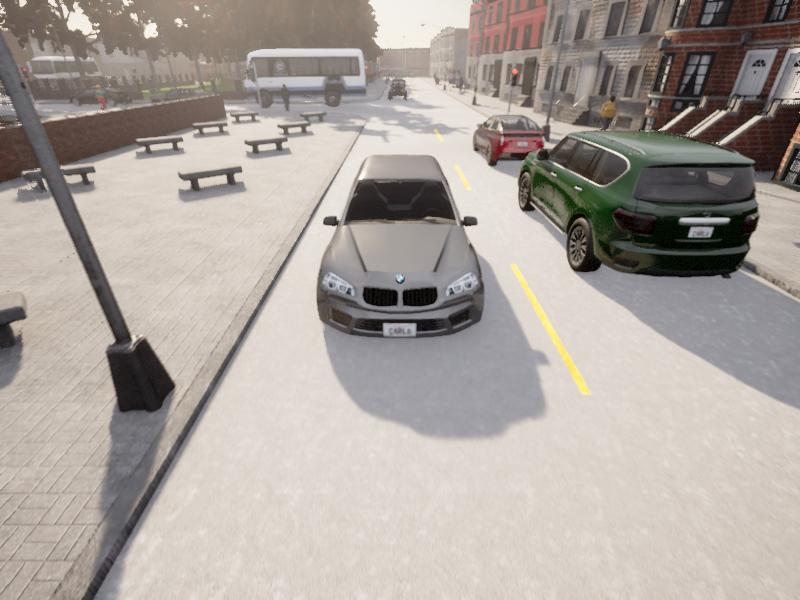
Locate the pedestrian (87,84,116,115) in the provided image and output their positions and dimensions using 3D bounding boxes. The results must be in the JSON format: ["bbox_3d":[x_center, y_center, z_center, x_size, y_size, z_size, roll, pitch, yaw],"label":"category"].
[{"bbox_3d":[-20.348,-13.660,27.288,0.751,1.860,0.751,2,30,3],"label":"pedestrian"}]

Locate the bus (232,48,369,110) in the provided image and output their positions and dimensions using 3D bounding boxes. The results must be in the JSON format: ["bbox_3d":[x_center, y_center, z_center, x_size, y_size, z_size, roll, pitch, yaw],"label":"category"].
[{"bbox_3d":[-8.054,-18.743,33.875,10.273,4.253,3.944,-6,30,-9],"label":"bus"}]

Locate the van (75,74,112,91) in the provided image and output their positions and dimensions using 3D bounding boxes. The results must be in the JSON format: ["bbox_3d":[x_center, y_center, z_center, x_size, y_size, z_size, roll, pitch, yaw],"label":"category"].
[{"bbox_3d":[-45.225,-32.228,59.191,1.775,1.987,4.442,-1,30,-2],"label":"van"}]

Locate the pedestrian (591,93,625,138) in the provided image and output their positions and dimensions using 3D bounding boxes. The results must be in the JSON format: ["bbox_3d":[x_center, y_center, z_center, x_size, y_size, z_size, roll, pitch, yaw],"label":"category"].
[{"bbox_3d":[9.621,-8.561,18.581,0.751,1.860,0.751,0,30,-1],"label":"pedestrian"}]

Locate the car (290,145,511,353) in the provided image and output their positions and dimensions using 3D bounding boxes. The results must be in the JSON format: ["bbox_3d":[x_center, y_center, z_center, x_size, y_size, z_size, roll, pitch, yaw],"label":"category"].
[{"bbox_3d":[0.007,-1.233,6.472,2.242,1.667,4.611,0,30,0],"label":"car"}]

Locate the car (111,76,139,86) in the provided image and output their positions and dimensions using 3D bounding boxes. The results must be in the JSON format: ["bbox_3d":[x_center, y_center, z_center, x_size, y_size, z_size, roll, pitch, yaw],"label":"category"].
[{"bbox_3d":[-49.453,-39.411,72.024,1.812,1.442,4.674,0,31,0],"label":"car"}]

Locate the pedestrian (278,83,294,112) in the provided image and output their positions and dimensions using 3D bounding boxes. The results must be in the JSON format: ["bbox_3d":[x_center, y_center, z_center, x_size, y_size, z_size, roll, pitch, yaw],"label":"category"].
[{"bbox_3d":[-8.401,-14.916,29.432,0.751,1.860,0.751,-2,30,-3],"label":"pedestrian"}]

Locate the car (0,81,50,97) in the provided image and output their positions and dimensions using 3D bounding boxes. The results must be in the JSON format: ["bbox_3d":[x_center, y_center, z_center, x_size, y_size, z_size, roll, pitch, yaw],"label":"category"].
[{"bbox_3d":[-45.528,-25.466,48.200,2.033,1.411,5.357,1,30,1],"label":"car"}]

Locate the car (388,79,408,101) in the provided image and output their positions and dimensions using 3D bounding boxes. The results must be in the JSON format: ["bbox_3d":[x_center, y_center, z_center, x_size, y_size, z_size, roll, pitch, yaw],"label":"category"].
[{"bbox_3d":[-0.164,-21.807,41.472,1.905,1.878,3.866,1,31,2],"label":"car"}]

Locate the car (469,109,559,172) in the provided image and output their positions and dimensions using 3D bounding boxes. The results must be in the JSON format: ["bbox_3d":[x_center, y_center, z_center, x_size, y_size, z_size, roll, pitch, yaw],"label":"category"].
[{"bbox_3d":[3.988,-6.086,14.925,2.007,1.525,4.514,0,30,0],"label":"car"}]

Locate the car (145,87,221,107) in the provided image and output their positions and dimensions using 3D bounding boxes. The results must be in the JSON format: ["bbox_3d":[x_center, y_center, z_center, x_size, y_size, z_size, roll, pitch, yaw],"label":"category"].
[{"bbox_3d":[-19.001,-17.864,35.204,5.357,1.411,2.033,0,30,1],"label":"car"}]

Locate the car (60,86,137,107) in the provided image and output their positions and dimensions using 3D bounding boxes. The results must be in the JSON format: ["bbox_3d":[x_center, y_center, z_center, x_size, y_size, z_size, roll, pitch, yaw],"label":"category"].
[{"bbox_3d":[-26.427,-17.956,35.213,5.008,1.535,1.882,0,30,0],"label":"car"}]

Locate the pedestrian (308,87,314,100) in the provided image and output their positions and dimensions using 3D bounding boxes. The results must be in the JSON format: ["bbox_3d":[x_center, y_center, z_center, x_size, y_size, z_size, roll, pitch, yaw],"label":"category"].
[{"bbox_3d":[-8.865,-20.555,39.859,0.500,1.100,0.500,-9,31,-15],"label":"pedestrian"}]

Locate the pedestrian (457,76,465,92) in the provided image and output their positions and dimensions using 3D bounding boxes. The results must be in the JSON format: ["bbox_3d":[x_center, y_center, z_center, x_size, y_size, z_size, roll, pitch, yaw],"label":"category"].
[{"bbox_3d":[7.922,-27.936,51.752,0.751,1.860,0.751,-2,30,-4],"label":"pedestrian"}]

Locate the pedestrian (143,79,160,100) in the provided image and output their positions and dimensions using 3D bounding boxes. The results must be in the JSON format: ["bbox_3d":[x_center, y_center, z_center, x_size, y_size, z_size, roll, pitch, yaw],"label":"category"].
[{"bbox_3d":[-24.615,-20.864,39.620,0.751,1.860,0.751,0,30,-1],"label":"pedestrian"}]

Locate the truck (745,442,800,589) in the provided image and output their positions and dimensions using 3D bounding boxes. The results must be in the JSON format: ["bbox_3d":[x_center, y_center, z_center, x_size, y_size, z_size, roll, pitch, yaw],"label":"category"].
[{"bbox_3d":[4.004,1.937,0.253,2.627,2.467,5.204,0,30,0],"label":"truck"}]

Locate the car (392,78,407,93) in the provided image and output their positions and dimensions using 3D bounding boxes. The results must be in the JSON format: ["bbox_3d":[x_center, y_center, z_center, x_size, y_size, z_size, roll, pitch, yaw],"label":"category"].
[{"bbox_3d":[-0.108,-28.911,53.888,1.930,1.638,5.238,0,30,0],"label":"car"}]

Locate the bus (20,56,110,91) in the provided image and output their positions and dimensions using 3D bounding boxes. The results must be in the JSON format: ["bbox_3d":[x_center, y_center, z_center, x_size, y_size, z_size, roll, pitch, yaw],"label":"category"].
[{"bbox_3d":[-49.227,-33.731,59.520,3.944,4.253,10.273,1,30,1],"label":"bus"}]

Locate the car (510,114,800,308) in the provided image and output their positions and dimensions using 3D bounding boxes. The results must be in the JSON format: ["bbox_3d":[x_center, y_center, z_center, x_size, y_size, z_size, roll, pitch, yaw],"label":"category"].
[{"bbox_3d":[4.012,-2.176,7.715,2.150,2.045,5.566,0,30,0],"label":"car"}]
